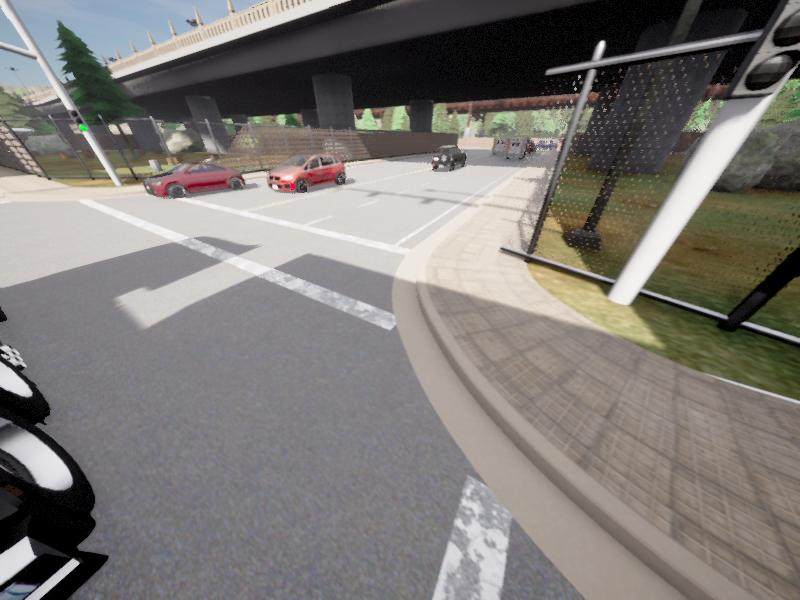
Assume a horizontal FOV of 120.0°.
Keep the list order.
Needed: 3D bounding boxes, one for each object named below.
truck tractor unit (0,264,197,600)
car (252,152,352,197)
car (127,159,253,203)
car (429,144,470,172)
[{"bbox_3d":[-5.112,-0.301,0.776,6.516,4.208,3.053,18,39,24],"label":"truck tractor unit"},{"bbox_3d":[-5.137,-7.211,12.948,2.242,1.667,4.611,18,39,24],"label":"car"},{"bbox_3d":[-10.419,-6.244,11.845,1.994,1.385,4.181,22,41,28],"label":"car"},{"bbox_3d":[4.549,-12.920,20.900,1.932,1.855,4.605,18,39,24],"label":"car"}]
